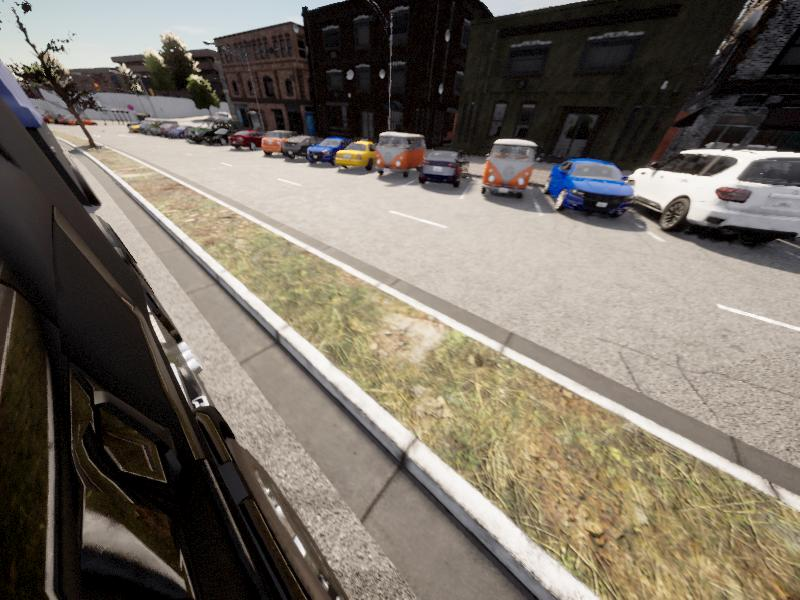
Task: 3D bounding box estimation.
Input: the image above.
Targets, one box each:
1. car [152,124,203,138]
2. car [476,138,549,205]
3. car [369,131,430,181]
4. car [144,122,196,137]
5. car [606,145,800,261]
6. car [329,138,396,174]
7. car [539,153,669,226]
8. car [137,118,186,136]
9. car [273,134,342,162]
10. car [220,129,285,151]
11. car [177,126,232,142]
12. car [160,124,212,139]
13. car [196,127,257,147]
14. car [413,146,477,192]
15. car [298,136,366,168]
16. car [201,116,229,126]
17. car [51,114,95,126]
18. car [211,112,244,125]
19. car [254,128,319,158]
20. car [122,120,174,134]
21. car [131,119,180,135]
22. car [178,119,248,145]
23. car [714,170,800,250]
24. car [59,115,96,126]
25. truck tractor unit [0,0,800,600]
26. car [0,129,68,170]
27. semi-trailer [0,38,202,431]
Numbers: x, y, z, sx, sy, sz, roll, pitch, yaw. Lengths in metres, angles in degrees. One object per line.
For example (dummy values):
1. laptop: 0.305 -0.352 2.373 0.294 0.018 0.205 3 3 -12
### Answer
1. car: -30.691 -23.510 32.162 2.002 1.452 4.674 11 37 11
2. car: 4.716 -5.818 10.098 1.878 1.987 4.442 14 37 14
3. car: 0.109 -8.267 13.111 1.878 1.987 4.442 14 37 14
4. car: -33.126 -24.674 33.514 2.231 1.521 4.892 11 37 11
5. car: 9.349 -3.469 7.183 2.435 2.045 5.566 14 37 15
6. car: -2.117 -9.474 14.979 1.946 1.575 5.366 14 37 14
7. car: 7.041 -4.475 8.816 2.097 1.535 5.008 14 37 15
8. car: -35.604 -25.909 34.639 1.878 1.987 4.442 11 37 11
9. car: -6.825 -11.796 17.814 2.231 1.521 4.892 13 37 14
10. car: -13.869 -15.408 22.236 2.097 1.535 5.008 13 37 13
11. car: -23.417 -20.075 27.991 2.002 1.452 4.674 12 37 12
12. car: -28.249 -22.375 30.786 2.002 1.452 4.674 12 37 11
13. car: -18.609 -17.777 25.130 2.097 1.535 5.008 13 37 12
14. car: 2.446 -6.917 11.870 2.163 1.488 4.792 14 37 15
15. car: -4.484 -10.592 16.337 2.097 1.535 5.008 14 37 14
16. car: -42.707 -41.550 53.488 4.674 1.452 2.002 8 43 6
17. car: -80.064 -44.179 56.774 2.435 2.045 5.566 8 36 6
18. car: -41.182 -43.513 55.252 5.566 2.045 2.435 8 43 6
19. car: -9.165 -13.102 19.213 2.185 1.767 4.553 13 37 14
20. car: -40.577 -27.905 37.389 1.946 1.575 5.366 11 37 10
21. car: -38.038 -27.023 36.157 2.185 1.767 4.553 11 37 10
22. car: -20.999 -19.132 26.382 2.435 2.045 5.566 12 37 12
23. car: 11.630 -2.028 5.804 2.097 1.535 5.008 14 37 15
24. car: -77.468 -43.140 55.585 1.878 1.987 4.442 8 36 6
25. truck tractor unit: -2.645 -0.295 0.352 6.516 4.208 3.053 28 44 30
26. car: -19.283 -7.801 11.841 4.181 1.385 1.994 27 43 29
27. semi-trailer: -8.727 -3.566 4.225 14.254 4.402 2.717 28 43 30
